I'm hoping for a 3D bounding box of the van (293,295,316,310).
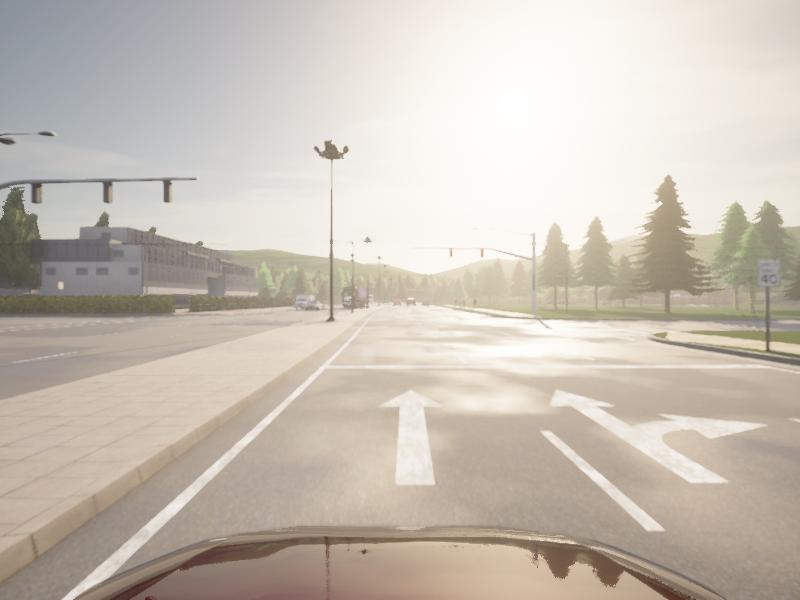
[{"bbox_3d":[-15.799,0.376,66.433,2.351,2.431,6.366,0,0,0],"label":"van"}]

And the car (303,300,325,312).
[{"bbox_3d":[-12.359,0.821,57.582,2.038,1.542,4.974,0,0,0],"label":"car"}]

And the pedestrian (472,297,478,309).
[{"bbox_3d":[11.995,0.483,64.111,0.751,1.860,0.751,0,0,2],"label":"pedestrian"}]

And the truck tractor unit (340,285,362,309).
[{"bbox_3d":[-8.745,-0.519,72.158,3.053,4.208,6.516,0,0,1],"label":"truck tractor unit"}]

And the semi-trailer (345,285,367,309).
[{"bbox_3d":[-8.654,-0.619,80.072,2.717,4.402,14.254,0,0,1],"label":"semi-trailer"}]
